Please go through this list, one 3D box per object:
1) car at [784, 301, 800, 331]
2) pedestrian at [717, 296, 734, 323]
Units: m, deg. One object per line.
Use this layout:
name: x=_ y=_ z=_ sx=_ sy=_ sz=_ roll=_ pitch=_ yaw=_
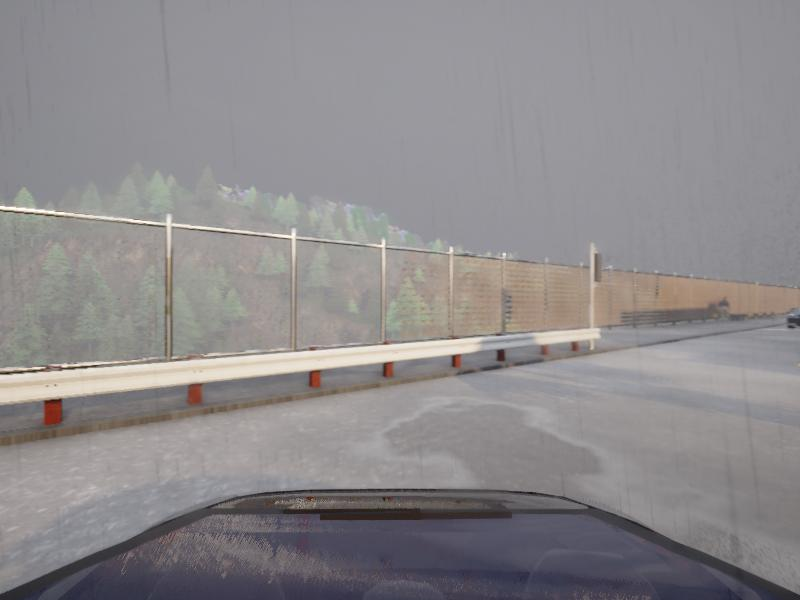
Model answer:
car: x=24.360 y=0.880 z=23.258 sx=5.027 sy=1.651 sz=2.152 roll=0 pitch=0 yaw=-37
pedestrian: x=22.963 y=0.629 z=28.212 sx=0.751 sy=1.860 sz=0.751 roll=0 pitch=0 yaw=-33
